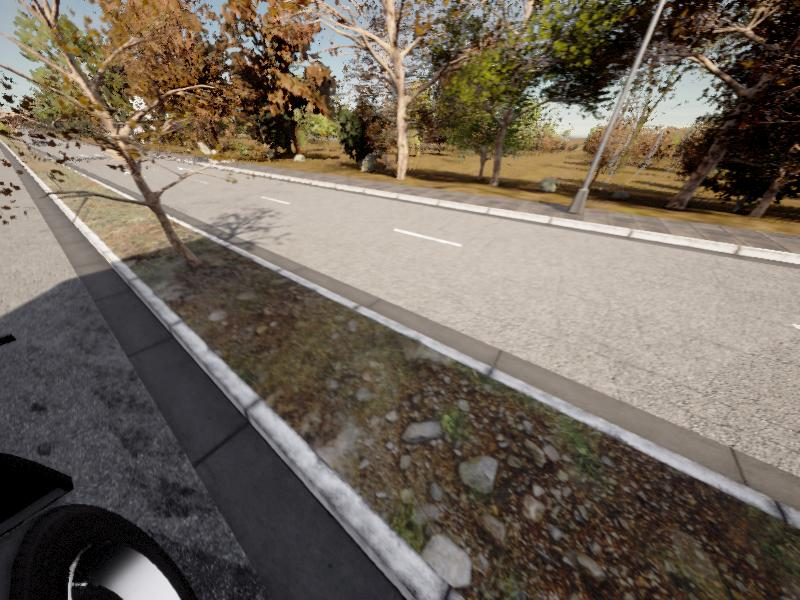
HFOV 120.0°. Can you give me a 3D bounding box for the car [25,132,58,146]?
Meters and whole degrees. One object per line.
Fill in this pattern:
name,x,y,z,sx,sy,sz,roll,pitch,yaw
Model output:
car,-56.546,-25.397,36.417,4.856,1.649,2.033,23,41,27
